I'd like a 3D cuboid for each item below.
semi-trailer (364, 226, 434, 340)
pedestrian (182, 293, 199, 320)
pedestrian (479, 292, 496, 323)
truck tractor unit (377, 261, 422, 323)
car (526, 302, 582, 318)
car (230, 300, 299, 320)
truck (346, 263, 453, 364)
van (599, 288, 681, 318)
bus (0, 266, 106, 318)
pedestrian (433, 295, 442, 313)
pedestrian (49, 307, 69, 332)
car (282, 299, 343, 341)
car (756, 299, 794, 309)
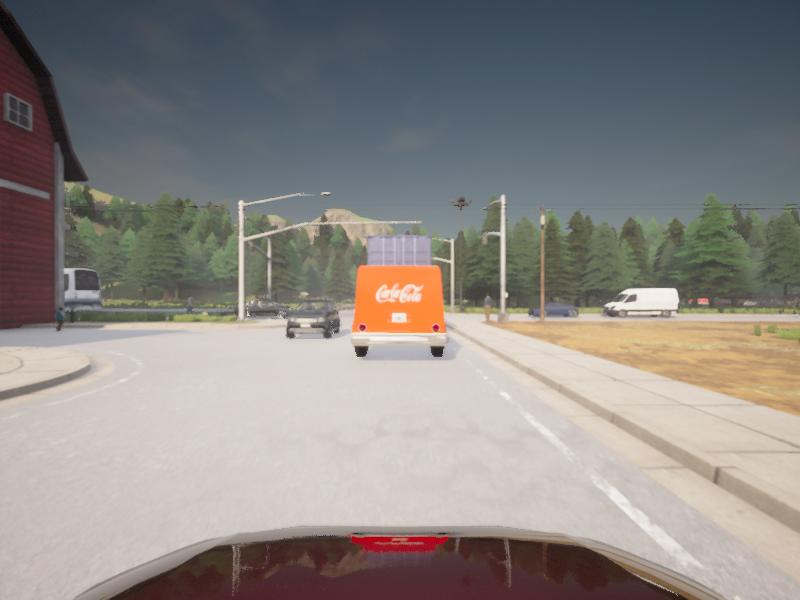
[{"bbox_3d":[-0.037,-0.670,22.646,2.717,4.402,14.254,0,0,0],"label":"semi-trailer"},{"bbox_3d":[-14.445,0.445,27.581,0.751,1.860,0.751,0,0,6],"label":"pedestrian"},{"bbox_3d":[5.346,0.430,24.455,0.751,1.860,0.751,0,0,-19],"label":"pedestrian"},{"bbox_3d":[-0.058,-0.575,30.566,3.053,4.208,6.516,0,0,0],"label":"truck tractor unit"},{"bbox_3d":[13.415,0.851,35.084,4.181,1.385,1.994,0,0,1],"label":"car"},{"bbox_3d":[-10.790,0.782,32.212,4.902,1.511,2.128,0,0,-3],"label":"car"},{"bbox_3d":[-0.021,0.326,12.481,2.627,2.467,5.204,0,0,0],"label":"truck"},{"bbox_3d":[20.899,0.267,34.962,5.915,2.561,1.988,0,0,1],"label":"van"},{"bbox_3d":[-32.887,-0.604,35.740,10.273,4.253,3.944,-1,0,1],"label":"bus"},{"bbox_3d":[3.908,0.386,41.596,0.751,1.860,0.751,0,0,-19],"label":"pedestrian"},{"bbox_3d":[-15.294,0.854,17.949,0.500,1.100,0.500,0,0,1],"label":"pedestrian"},{"bbox_3d":[-3.539,0.758,16.827,1.789,1.549,3.705,0,0,0],"label":"car"},{"bbox_3d":[63.643,0.608,67.977,2.033,1.649,4.856,0,0,2],"label":"car"}]
